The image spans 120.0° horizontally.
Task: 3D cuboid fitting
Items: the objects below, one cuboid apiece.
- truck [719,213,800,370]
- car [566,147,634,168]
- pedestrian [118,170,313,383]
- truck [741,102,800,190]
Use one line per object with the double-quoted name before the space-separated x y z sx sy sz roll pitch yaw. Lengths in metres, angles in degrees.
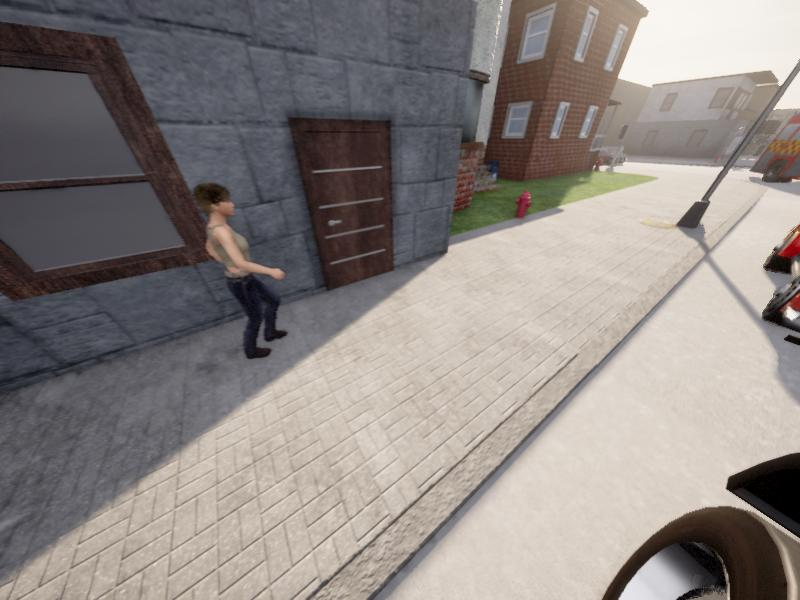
"truck" 7.220 -0.705 2.717 5.204 2.467 2.627 -21 40 -27
"car" 18.534 -13.427 21.613 1.994 1.385 4.181 -22 40 -27
"pedestrian" -1.571 -0.188 2.333 0.751 1.860 0.751 -22 40 -27
"truck" 21.270 -6.711 9.946 2.891 3.827 8.468 15 38 20
